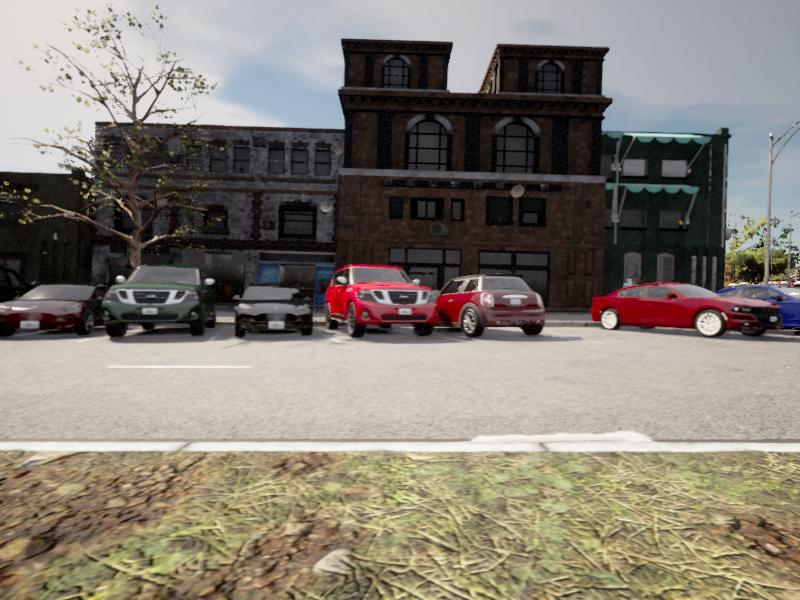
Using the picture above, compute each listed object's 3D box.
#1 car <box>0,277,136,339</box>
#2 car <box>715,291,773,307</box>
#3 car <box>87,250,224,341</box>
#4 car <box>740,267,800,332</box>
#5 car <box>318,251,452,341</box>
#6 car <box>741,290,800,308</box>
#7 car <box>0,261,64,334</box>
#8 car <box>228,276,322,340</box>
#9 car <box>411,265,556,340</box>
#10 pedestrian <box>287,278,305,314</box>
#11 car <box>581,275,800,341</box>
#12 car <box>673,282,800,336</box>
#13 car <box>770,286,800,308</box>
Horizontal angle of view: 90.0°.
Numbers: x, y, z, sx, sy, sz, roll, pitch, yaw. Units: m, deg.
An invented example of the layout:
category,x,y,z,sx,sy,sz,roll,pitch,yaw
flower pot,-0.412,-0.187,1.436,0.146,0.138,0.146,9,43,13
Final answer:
category,x,y,z,sx,sy,sz,roll,pitch,yaw
car,-9.845,0.223,12.006,2.163,1.488,4.792,1,-1,-20
car,33.986,-0.075,39.559,4.892,1.521,2.231,1,0,-19
car,-6.836,-0.053,12.018,2.435,2.045,5.566,1,-1,-20
car,14.219,-0.034,12.057,2.435,2.045,5.566,0,-1,-20
car,-0.822,-0.044,12.028,2.435,2.045,5.566,1,-1,-20
car,34.125,-0.077,36.674,5.366,1.575,1.946,1,0,-19
car,-12.878,-0.061,12.054,2.435,2.045,5.566,0,-1,-20
car,-3.832,0.232,12.019,2.163,1.488,4.792,1,-1,-20
car,2.174,0.086,12.019,2.185,1.767,4.553,0,-1,-20
pedestrian,-5.491,-0.218,21.103,0.751,1.860,0.751,2,0,-3
car,8.192,0.220,12.046,2.097,1.535,5.008,1,-1,-20
car,11.218,0.261,12.036,2.002,1.452,4.674,1,-1,-20
car,33.891,-0.204,33.640,4.553,1.767,2.185,1,0,-19
